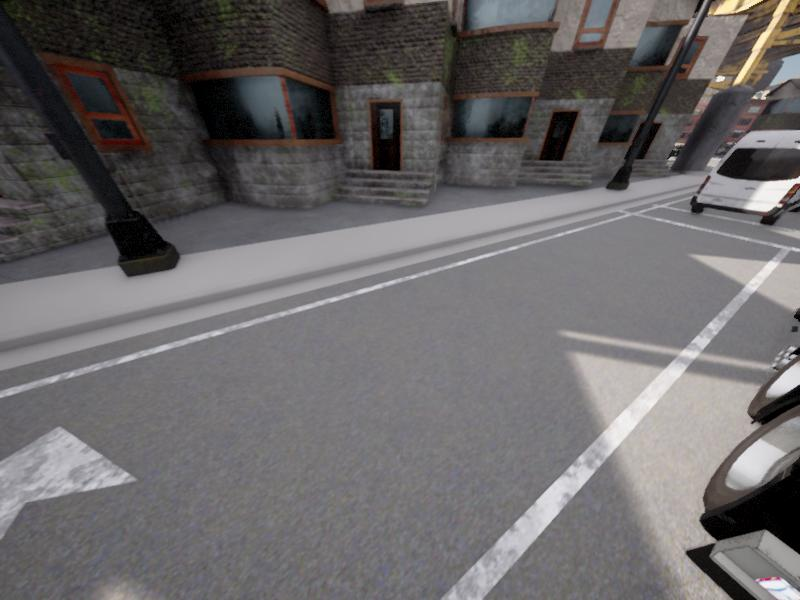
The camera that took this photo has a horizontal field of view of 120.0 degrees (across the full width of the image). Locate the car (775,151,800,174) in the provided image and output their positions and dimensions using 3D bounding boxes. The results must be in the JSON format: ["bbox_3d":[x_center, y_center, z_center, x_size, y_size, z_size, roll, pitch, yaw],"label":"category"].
[{"bbox_3d":[35.482,-11.780,19.836,1.845,1.501,3.633,20,39,25],"label":"car"}]

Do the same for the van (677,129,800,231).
[{"bbox_3d":[13.418,-4.464,8.288,5.915,2.561,1.988,-16,38,-22],"label":"van"}]

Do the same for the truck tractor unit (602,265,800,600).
[{"bbox_3d":[5.114,-0.294,0.788,6.516,4.208,3.053,-18,39,-24],"label":"truck tractor unit"}]
